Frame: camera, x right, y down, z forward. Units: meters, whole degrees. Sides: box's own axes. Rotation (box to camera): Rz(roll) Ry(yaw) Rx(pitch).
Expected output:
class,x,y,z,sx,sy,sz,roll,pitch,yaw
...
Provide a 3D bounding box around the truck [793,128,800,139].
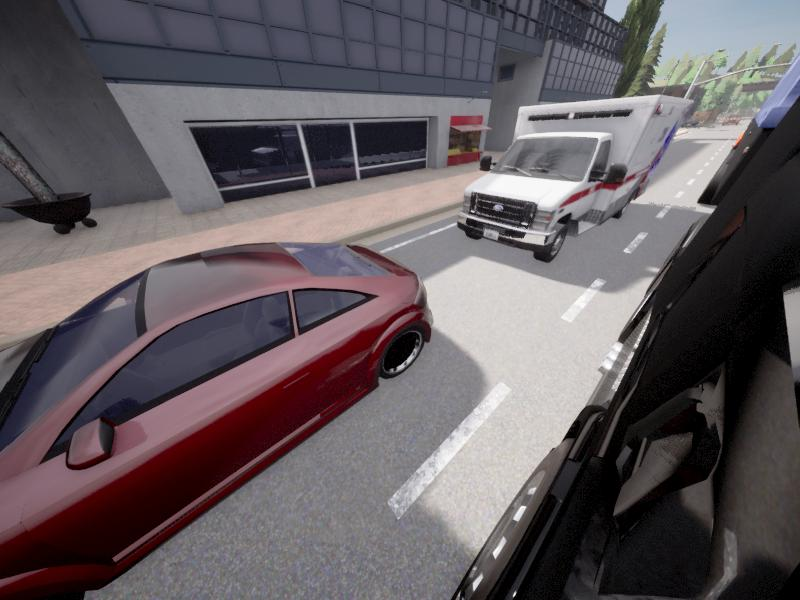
class,x,y,z,sx,sy,sz,roll,pitch,yaw
truck,38.082,-15.721,20.193,5.204,2.467,2.627,-28,44,-30

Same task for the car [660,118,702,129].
class,x,y,z,sx,sy,sz,roll,pitch,yaw
car,54.039,-34.039,44.502,2.163,1.488,4.792,-28,44,-30

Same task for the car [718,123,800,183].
class,x,y,z,sx,sy,sz,roll,pitch,yaw
car,15.845,-6.295,9.672,4.611,1.667,2.242,-28,44,-30

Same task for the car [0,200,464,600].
class,x,y,z,sx,sy,sz,roll,pitch,yaw
car,-1.649,0.425,2.035,4.181,1.385,1.994,-28,44,-30

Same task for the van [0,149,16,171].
class,x,y,z,sx,sy,sz,roll,pitch,yaw
van,-45.709,-15.461,25.047,1.988,2.561,5.915,-28,44,-30

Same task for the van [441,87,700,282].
class,x,y,z,sx,sy,sz,roll,pitch,yaw
van,4.107,-3.083,5.476,6.366,2.431,2.351,-28,44,-30

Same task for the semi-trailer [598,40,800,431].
class,x,y,z,sx,sy,sz,roll,pitch,yaw
semi-trailer,8.696,-3.608,4.228,14.254,4.402,2.717,-28,44,-30

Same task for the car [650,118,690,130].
class,x,y,z,sx,sy,sz,roll,pitch,yaw
car,50.660,-33.073,43.442,2.007,1.525,4.514,-28,44,-30

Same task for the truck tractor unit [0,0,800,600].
class,x,y,z,sx,sy,sz,roll,pitch,yaw
truck tractor unit,2.645,-0.295,0.351,6.516,4.208,3.053,-28,44,-30

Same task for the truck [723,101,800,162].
class,x,y,z,sx,sy,sz,roll,pitch,yaw
truck,21.408,-9.579,13.036,5.204,2.467,2.627,-28,44,-30
